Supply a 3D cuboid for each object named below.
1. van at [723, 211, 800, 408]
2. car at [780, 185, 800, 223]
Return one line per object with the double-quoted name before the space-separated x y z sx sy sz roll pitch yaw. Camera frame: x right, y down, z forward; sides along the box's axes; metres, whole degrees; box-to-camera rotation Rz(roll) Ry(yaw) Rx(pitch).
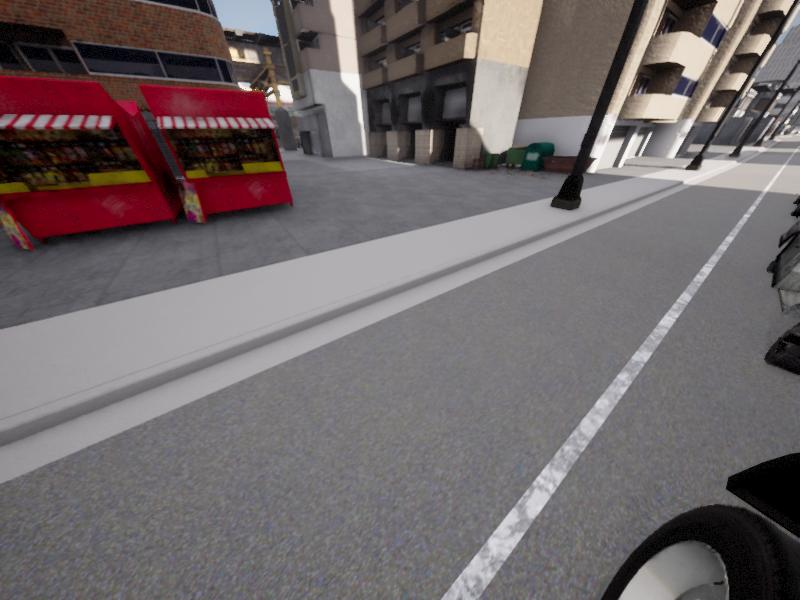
"van" 7.012 -0.640 2.694 6.366 2.431 2.351 -22 41 -28
"car" 15.143 -3.564 7.605 4.902 1.511 2.128 -22 40 -28
